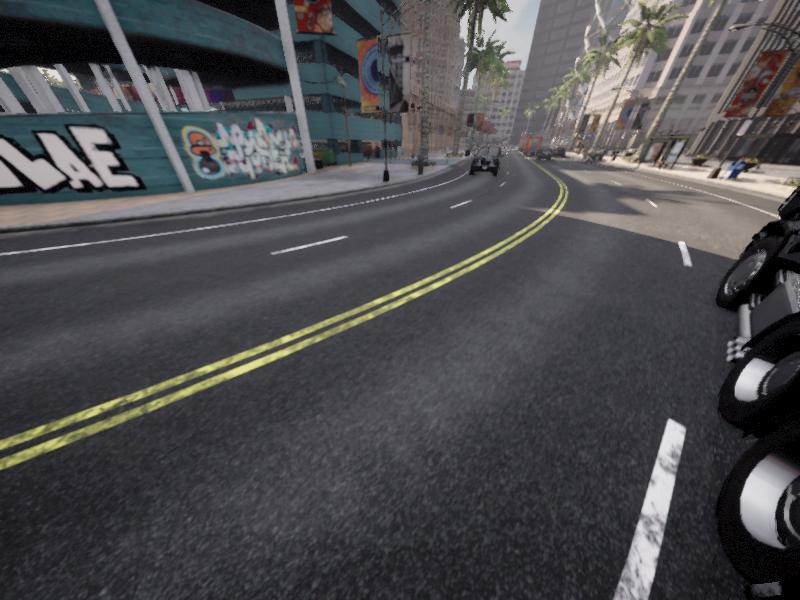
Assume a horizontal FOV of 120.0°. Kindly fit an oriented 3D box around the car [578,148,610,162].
[{"bbox_3d":[28.863,-21.680,34.505,2.231,1.521,4.892,12,36,17],"label":"car"}]

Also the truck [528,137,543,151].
[{"bbox_3d":[47.317,-54.592,80.631,2.891,3.827,8.468,12,36,17],"label":"truck"}]

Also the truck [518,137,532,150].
[{"bbox_3d":[44.045,-55.297,81.655,2.891,3.827,8.468,12,36,17],"label":"truck"}]

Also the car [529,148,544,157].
[{"bbox_3d":[26.886,-29.177,45.609,1.994,1.385,4.181,12,36,17],"label":"car"}]

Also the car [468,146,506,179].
[{"bbox_3d":[7.478,-11.773,19.518,2.150,2.045,5.566,13,37,18],"label":"car"}]

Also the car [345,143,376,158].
[{"bbox_3d":[-6.439,-25.093,38.617,2.435,2.045,5.566,12,36,17],"label":"car"}]

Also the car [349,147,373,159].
[{"bbox_3d":[-6.419,-24.800,38.883,2.007,1.523,4.514,12,36,17],"label":"car"}]

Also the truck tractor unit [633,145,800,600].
[{"bbox_3d":[4.897,-0.467,1.046,6.516,4.208,3.053,-26,42,-33],"label":"truck tractor unit"}]

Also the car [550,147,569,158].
[{"bbox_3d":[29.156,-27.071,42.324,1.851,1.617,3.988,12,36,17],"label":"car"}]

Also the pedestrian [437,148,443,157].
[{"bbox_3d":[7.090,-26.138,40.870,0.751,1.300,0.751,12,36,17],"label":"pedestrian"}]

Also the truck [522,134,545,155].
[{"bbox_3d":[31.143,-36.527,54.190,2.891,3.827,8.468,12,36,17],"label":"truck"}]

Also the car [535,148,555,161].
[{"bbox_3d":[22.384,-22.541,35.740,1.789,1.549,3.705,12,37,17],"label":"car"}]

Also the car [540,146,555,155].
[{"bbox_3d":[34.571,-35.114,54.178,2.128,1.511,4.902,12,36,17],"label":"car"}]

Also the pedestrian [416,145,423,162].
[{"bbox_3d":[2.486,-18.842,29.696,0.751,1.860,0.751,5,35,7],"label":"pedestrian"}]

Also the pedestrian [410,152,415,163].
[{"bbox_3d":[1.577,-17.786,28.824,0.500,1.100,0.500,8,35,12],"label":"pedestrian"}]
